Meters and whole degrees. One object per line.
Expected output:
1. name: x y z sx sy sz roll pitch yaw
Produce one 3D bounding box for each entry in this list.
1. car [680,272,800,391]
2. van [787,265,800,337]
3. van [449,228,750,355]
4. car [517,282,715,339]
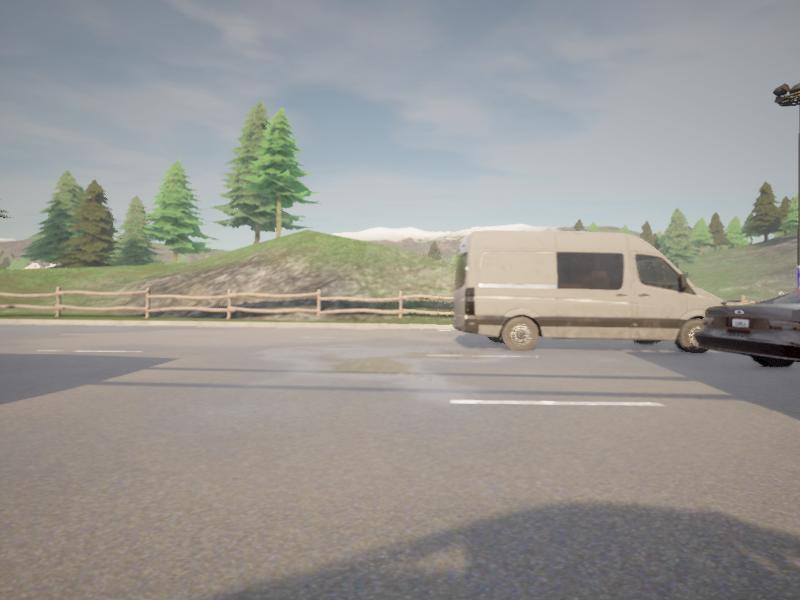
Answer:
1. car: 7.400 0.412 5.722 5.357 1.411 2.033 1 0 0
2. van: 16.655 0.060 12.824 6.366 2.431 2.351 1 0 -2
3. van: 4.228 -0.174 9.217 5.915 2.561 1.988 1 0 0
4. car: 6.623 0.329 12.721 5.238 1.638 1.930 0 0 0
